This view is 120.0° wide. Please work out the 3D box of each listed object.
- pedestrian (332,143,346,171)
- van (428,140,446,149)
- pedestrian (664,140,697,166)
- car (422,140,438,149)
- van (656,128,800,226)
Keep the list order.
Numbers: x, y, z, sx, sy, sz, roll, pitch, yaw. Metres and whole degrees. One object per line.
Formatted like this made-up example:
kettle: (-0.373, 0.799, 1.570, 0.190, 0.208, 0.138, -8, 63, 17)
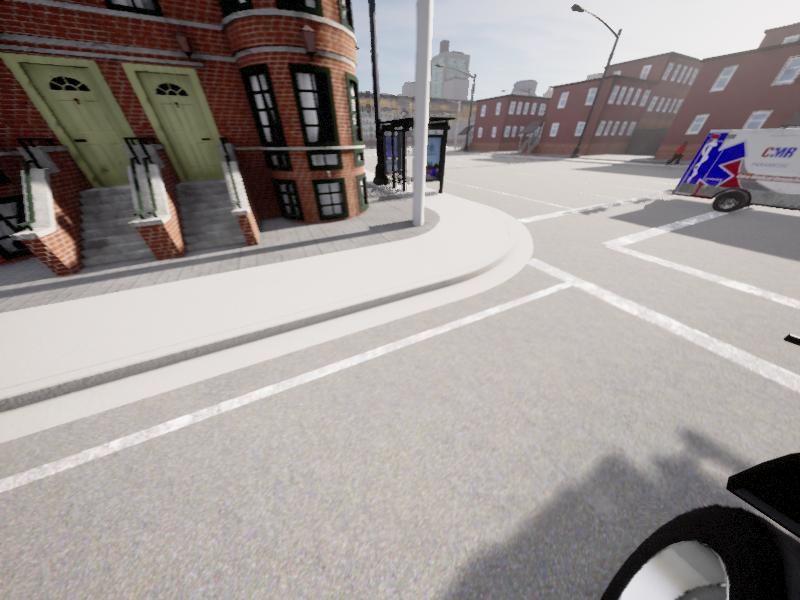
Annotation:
pedestrian: (-4.905, -11.496, 18.612, 0.751, 1.860, 0.751, -13, 37, -17)
van: (9.817, -41.585, 61.778, 4.442, 1.987, 1.775, -16, 38, -20)
pedestrian: (23.457, -12.313, 19.357, 0.751, 1.860, 0.751, -11, 36, -15)
car: (8.478, -43.390, 64.472, 3.866, 1.878, 1.905, -16, 38, -20)
van: (13.061, -3.695, 6.957, 2.351, 2.431, 6.366, -16, 38, -20)
